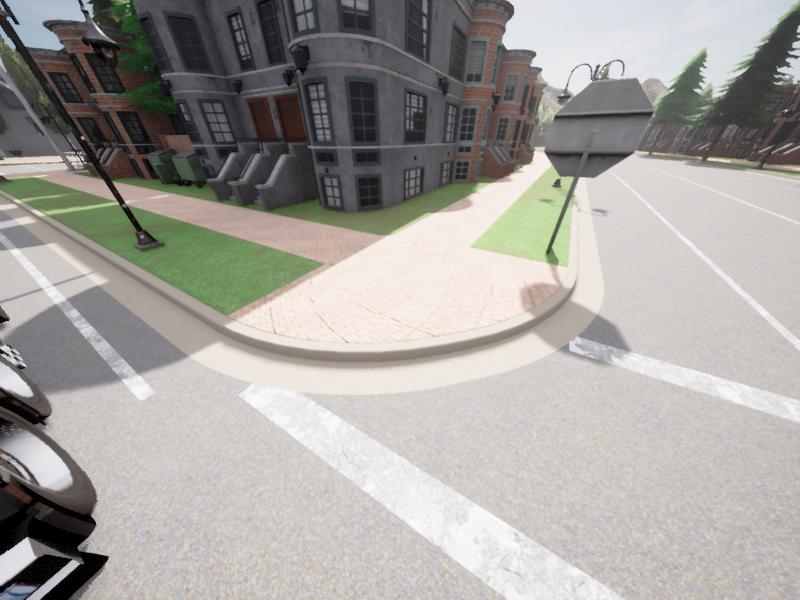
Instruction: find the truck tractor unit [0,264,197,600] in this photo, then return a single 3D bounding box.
[{"bbox_3d":[-5.108,-0.305,0.776,6.516,4.208,3.053,19,39,24],"label":"truck tractor unit"}]
